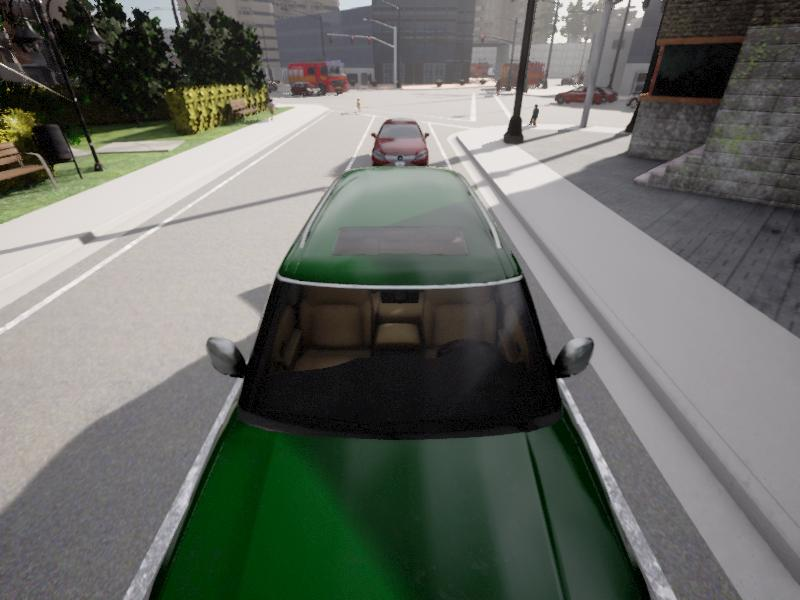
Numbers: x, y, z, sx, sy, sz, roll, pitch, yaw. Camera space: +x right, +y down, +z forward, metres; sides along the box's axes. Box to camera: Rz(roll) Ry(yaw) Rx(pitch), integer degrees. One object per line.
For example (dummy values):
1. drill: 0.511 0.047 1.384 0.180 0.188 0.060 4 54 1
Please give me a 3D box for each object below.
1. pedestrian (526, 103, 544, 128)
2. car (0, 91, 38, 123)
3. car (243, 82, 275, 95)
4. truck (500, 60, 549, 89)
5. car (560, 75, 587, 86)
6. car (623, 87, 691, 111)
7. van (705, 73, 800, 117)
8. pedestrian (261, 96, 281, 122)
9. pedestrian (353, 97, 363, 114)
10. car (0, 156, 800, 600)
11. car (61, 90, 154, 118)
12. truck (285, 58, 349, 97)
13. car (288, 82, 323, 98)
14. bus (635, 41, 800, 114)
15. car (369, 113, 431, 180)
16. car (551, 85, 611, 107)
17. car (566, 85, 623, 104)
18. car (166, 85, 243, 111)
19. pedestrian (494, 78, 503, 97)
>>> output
1. pedestrian: 7.139 -9.769 21.183 0.500 1.100 0.500 -11 32 -18
2. car: -25.835 -11.746 24.476 5.027 1.651 2.152 -26 39 -37
3. car: -18.377 -27.586 52.031 1.994 1.385 4.181 -26 39 -37
4. truck: 19.441 -35.151 62.283 8.468 3.827 2.891 -26 39 -37
5. car: 31.246 -39.542 72.050 4.974 1.542 2.038 -21 36 -32
6. car: 20.074 -15.800 31.375 1.970 1.475 3.806 -26 39 -37
7. van: 24.938 -13.830 26.870 2.351 2.431 6.366 -27 39 -38
8. pedestrian: -7.654 -11.391 23.837 0.751 1.300 0.751 2 30 3
9. pedestrian: -3.008 -14.019 28.813 0.500 1.100 0.500 16 34 26
10. car: 0.002 0.337 3.434 2.150 2.045 5.566 0 30 0
11. car: -20.865 -14.139 28.705 4.792 1.488 2.163 -26 39 -37
12. truck: -10.070 -26.975 48.420 2.891 3.827 8.468 -27 39 -38
13. car: -10.661 -23.778 45.242 1.970 1.475 3.806 -27 39 -38
14. bus: 24.805 -17.059 30.691 3.944 4.253 10.273 -26 39 -38
15. car: 0.010 -5.489 13.948 1.812 1.442 4.674 0 30 0
16. car: 15.801 -17.939 35.096 1.816 1.474 4.193 -27 39 -37
17. car: 18.127 -19.220 37.393 1.994 1.385 4.181 -27 39 -38
18. car: -15.905 -16.649 32.852 5.027 1.651 2.152 -26 39 -37
19. pedestrian: 10.962 -23.664 44.550 0.751 1.860 0.751 7 31 13
